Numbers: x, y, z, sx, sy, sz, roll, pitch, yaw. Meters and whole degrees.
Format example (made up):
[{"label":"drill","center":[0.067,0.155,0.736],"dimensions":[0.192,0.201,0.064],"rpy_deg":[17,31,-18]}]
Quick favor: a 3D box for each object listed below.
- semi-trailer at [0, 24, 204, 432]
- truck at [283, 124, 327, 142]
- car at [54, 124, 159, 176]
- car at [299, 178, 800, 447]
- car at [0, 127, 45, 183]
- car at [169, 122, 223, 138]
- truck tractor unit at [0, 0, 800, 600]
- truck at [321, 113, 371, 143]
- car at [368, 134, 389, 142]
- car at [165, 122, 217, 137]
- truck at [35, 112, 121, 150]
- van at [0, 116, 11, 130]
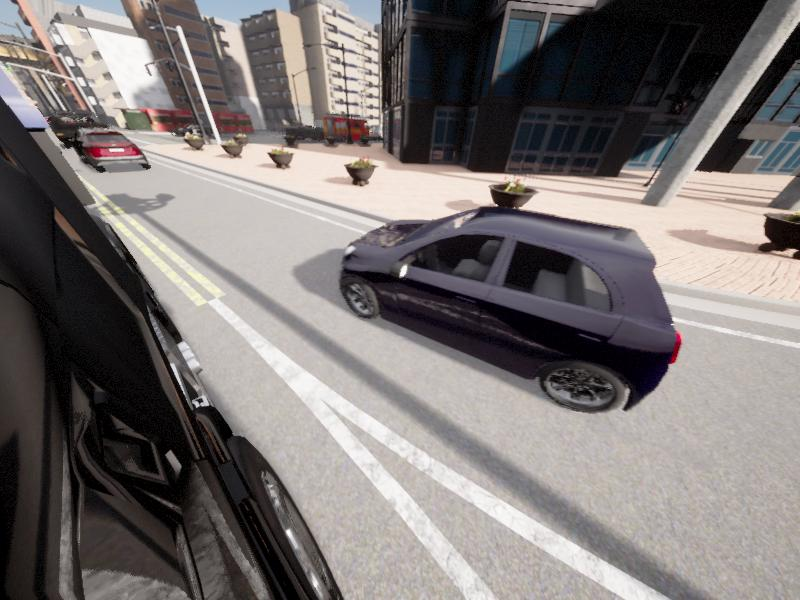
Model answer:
[{"label":"semi-trailer","center":[-8.852,-3.497,4.068],"dimensions":[14.254,4.402,2.717],"rpy_deg":[26,43,28]},{"label":"truck","center":[-15.517,-27.612,38.303],"dimensions":[2.390,2.098,6.274],"rpy_deg":[25,41,27]},{"label":"car","center":[-14.501,-7.522,11.419],"dimensions":[4.856,1.649,2.033],"rpy_deg":[26,42,27]},{"label":"car","center":[0.906,-0.362,2.921],"dimensions":[3.633,1.501,1.845],"rpy_deg":[20,40,22]},{"label":"car","center":[-16.591,-5.868,9.177],"dimensions":[4.974,1.542,2.038],"rpy_deg":[26,43,28]},{"label":"car","center":[-28.852,-24.150,32.912],"dimensions":[1.930,1.638,5.238],"rpy_deg":[25,42,27]},{"label":"truck tractor unit","center":[-2.645,-0.295,0.351],"dimensions":[6.516,4.208,3.053],"rpy_deg":[28,44,30]},{"label":"truck","center":[-9.062,-29.744,40.284],"dimensions":[2.891,3.827,8.468],"rpy_deg":[25,41,27]},{"label":"car","center":[-4.663,-35.665,50.914],"dimensions":[1.895,1.301,4.718],"rpy_deg":[25,41,27]},{"label":"car","center":[-31.327,-25.736,34.877],"dimensions":[1.930,1.638,5.238],"rpy_deg":[25,42,27]},{"label":"truck","center":[-24.961,-13.480,18.352],"dimensions":[2.390,2.098,6.274],"rpy_deg":[-24,44,-30]},{"label":"van","center":[-54.249,-24.196,30.372],"dimensions":[5.915,2.561,1.988],"rpy_deg":[26,43,27]}]
